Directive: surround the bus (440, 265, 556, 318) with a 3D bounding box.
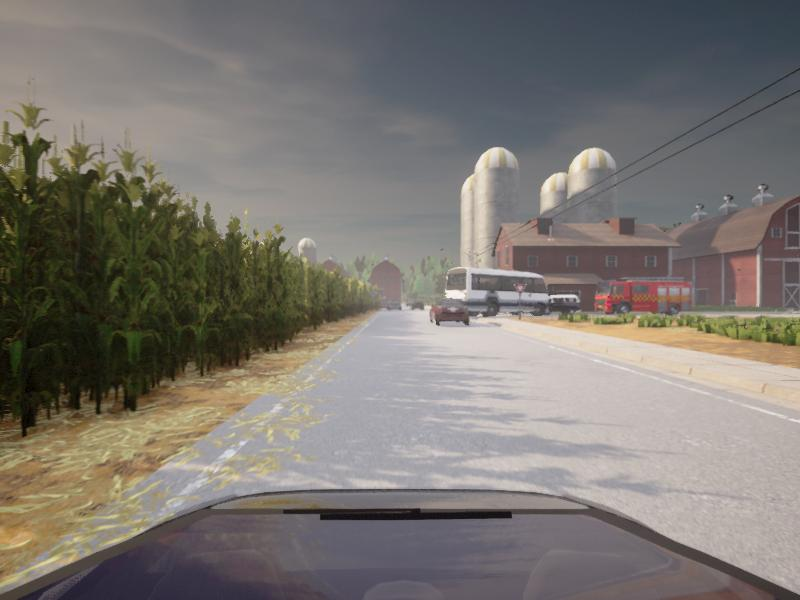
[{"bbox_3d":[9.049,-0.579,36.549,10.273,4.253,3.944,1,0,-29],"label":"bus"}]

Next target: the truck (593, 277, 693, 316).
[{"bbox_3d":[24.549,-0.360,40.686,8.468,3.827,2.891,0,0,-2],"label":"truck"}]

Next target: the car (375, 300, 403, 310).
[{"bbox_3d":[-1.887,0.757,67.577,2.033,1.649,4.856,0,0,-41],"label":"car"}]

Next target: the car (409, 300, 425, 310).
[{"bbox_3d":[2.649,0.824,62.771,1.837,1.490,4.892,0,0,-5],"label":"car"}]

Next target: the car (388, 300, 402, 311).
[{"bbox_3d":[-0.798,0.808,60.562,2.038,1.542,4.974,0,0,-2],"label":"car"}]

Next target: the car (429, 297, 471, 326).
[{"bbox_3d":[3.178,0.687,26.369,2.097,1.767,4.553,0,0,-1],"label":"car"}]

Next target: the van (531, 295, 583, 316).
[{"bbox_3d":[15.807,0.532,40.436,4.480,2.038,2.069,0,0,-1],"label":"van"}]
